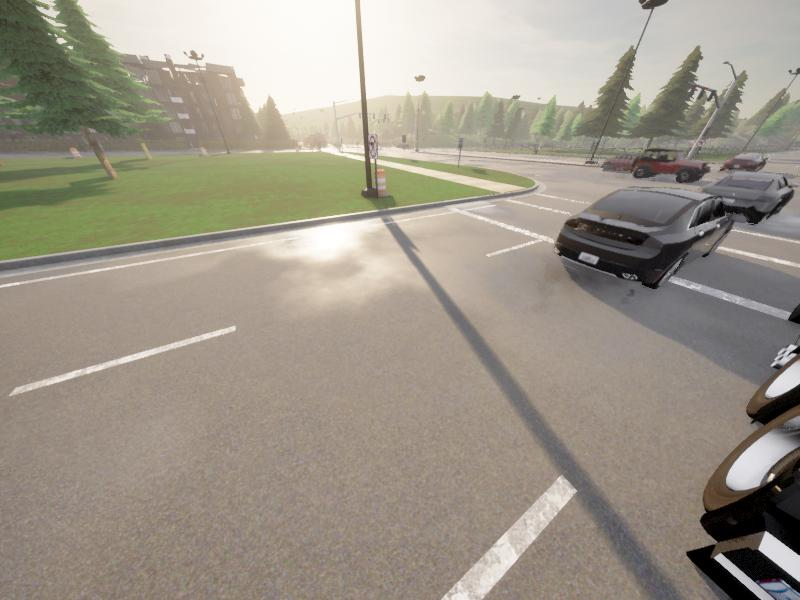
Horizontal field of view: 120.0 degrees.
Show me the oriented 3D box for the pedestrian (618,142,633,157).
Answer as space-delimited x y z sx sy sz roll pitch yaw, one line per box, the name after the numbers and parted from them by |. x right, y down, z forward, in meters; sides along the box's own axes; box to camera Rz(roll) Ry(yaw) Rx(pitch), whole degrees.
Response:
34.814 -23.195 35.618 0.751 1.860 0.751 -15 38 -21 | pedestrian

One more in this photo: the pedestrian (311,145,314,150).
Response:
-20.525 -35.772 54.216 0.500 1.100 0.500 -11 36 -16 | pedestrian

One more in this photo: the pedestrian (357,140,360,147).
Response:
-12.824 -48.413 71.492 0.751 1.860 0.751 -8 36 -12 | pedestrian

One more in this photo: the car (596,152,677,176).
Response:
19.815 -11.599 19.598 1.994 1.385 4.181 -18 39 -24 | car

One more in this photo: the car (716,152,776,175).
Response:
30.205 -12.008 20.194 4.674 1.442 1.812 -18 39 -24 | car

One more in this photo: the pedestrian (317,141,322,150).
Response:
-18.906 -36.249 54.246 0.751 1.860 0.751 -20 40 -26 | pedestrian

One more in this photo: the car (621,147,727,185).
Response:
18.342 -9.237 15.740 1.905 1.878 3.866 -18 38 -24 | car

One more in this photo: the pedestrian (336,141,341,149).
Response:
-17.551 -44.263 65.766 0.751 1.860 0.751 -21 40 -28 | pedestrian

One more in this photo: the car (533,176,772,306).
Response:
5.542 -1.649 5.096 4.892 1.490 1.837 -18 39 -25 | car

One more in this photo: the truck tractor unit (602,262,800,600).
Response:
5.106 -0.305 0.786 6.516 4.208 3.053 -18 39 -24 | truck tractor unit

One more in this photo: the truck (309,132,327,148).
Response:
-26.219 -50.985 73.681 2.891 3.827 8.468 -18 39 -25 | truck

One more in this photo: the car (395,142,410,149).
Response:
0.646 -44.528 66.511 1.930 1.638 5.238 -18 39 -24 | car

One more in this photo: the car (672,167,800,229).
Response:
12.646 -3.921 8.520 4.181 1.385 1.994 -18 39 -24 | car
